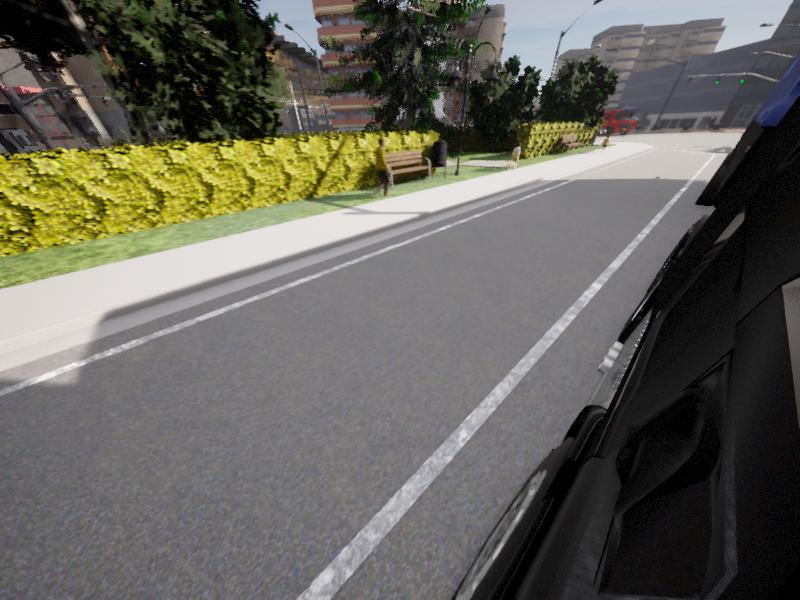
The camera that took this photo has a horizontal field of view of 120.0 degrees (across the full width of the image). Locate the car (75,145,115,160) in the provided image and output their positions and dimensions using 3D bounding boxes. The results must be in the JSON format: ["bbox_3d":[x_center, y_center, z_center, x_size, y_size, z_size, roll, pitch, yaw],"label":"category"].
[{"bbox_3d":[-43.276,-21.004,32.783,4.974,1.542,2.038,18,41,25],"label":"car"}]

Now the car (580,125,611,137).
[{"bbox_3d":[31.934,-27.703,37.916,1.970,1.475,3.806,2,36,5],"label":"car"}]

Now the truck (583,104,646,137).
[{"bbox_3d":[35.603,-30.130,39.054,2.891,3.827,8.468,2,36,5],"label":"truck"}]

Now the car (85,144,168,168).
[{"bbox_3d":[-27.149,-14.596,23.297,2.152,1.651,5.027,2,37,6],"label":"car"}]

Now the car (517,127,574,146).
[{"bbox_3d":[16.857,-19.185,27.050,5.027,1.651,2.152,2,37,6],"label":"car"}]

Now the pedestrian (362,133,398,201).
[{"bbox_3d":[-0.638,-4.432,7.756,0.751,1.860,0.751,-24,42,-26],"label":"pedestrian"}]

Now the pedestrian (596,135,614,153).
[{"bbox_3d":[15.010,-11.450,16.938,0.500,1.100,0.500,-21,41,-24],"label":"pedestrian"}]

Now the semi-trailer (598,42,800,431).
[{"bbox_3d":[8.697,-3.586,4.258,14.254,4.402,2.717,-28,44,-30],"label":"semi-trailer"}]

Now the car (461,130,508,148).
[{"bbox_3d":[9.962,-19.354,27.769,4.792,1.488,2.163,2,37,6],"label":"car"}]

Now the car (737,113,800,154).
[{"bbox_3d":[26.472,-11.590,15.981,5.566,2.045,2.150,-22,41,-25],"label":"car"}]

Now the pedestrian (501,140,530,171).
[{"bbox_3d":[5.948,-7.461,11.922,0.751,1.300,0.751,-24,42,-26],"label":"pedestrian"}]

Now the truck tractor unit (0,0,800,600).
[{"bbox_3d":[2.645,-0.295,0.351,6.516,4.208,3.053,-28,44,-30],"label":"truck tractor unit"}]
